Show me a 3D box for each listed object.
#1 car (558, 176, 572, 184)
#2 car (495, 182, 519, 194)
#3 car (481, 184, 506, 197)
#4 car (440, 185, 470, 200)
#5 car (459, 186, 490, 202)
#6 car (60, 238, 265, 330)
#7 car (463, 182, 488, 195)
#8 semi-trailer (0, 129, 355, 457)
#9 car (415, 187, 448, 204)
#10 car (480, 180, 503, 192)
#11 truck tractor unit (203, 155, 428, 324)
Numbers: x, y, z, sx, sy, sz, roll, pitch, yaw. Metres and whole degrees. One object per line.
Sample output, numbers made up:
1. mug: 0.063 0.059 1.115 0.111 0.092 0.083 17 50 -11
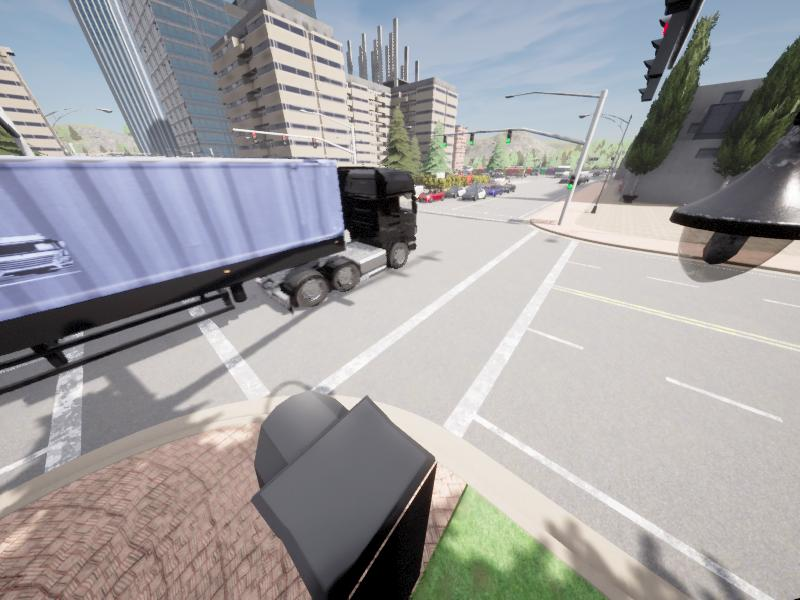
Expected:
1. car: 44.808 -32.460 62.587 1.930 1.638 5.238 22 37 33
2. car: 18.843 -19.664 40.553 2.128 1.511 4.902 23 37 34
3. car: 14.747 -17.231 36.324 2.007 1.525 4.514 23 37 34
4. car: 8.260 -16.092 34.347 2.038 1.542 4.974 23 37 34
5. car: 10.255 -14.559 31.692 2.038 1.542 4.974 23 37 34
6. car: -7.894 -0.931 8.321 1.895 1.301 4.718 23 37 34
7. car: 12.734 -18.797 38.936 2.033 1.649 4.856 23 37 34
8. semi-trailer: -7.272 0.074 3.456 2.717 4.402 14.254 23 37 34
9. car: 4.201 -13.723 30.248 2.007 1.525 4.514 24 38 35
10. car: 17.256 -21.510 43.592 2.242 1.667 4.611 23 37 34
11. truck tractor unit: -2.182 -2.871 8.755 3.053 4.208 6.516 23 37 34
